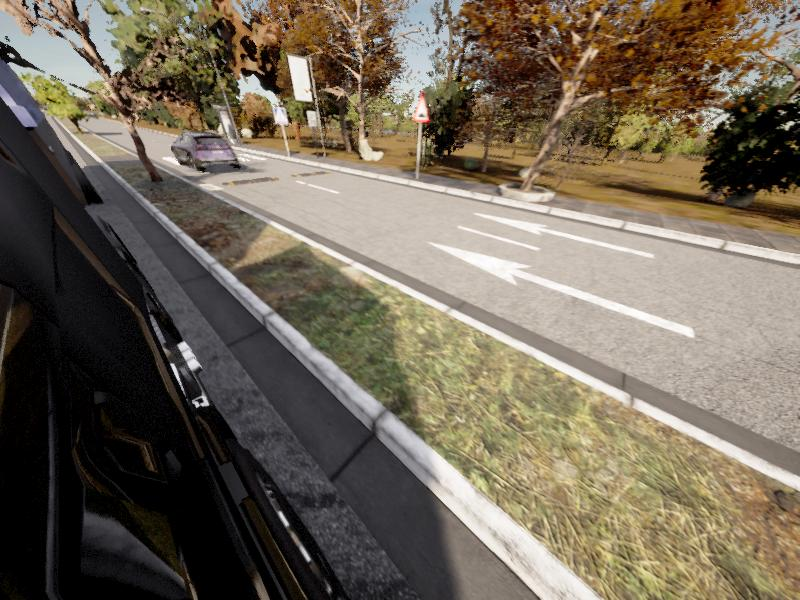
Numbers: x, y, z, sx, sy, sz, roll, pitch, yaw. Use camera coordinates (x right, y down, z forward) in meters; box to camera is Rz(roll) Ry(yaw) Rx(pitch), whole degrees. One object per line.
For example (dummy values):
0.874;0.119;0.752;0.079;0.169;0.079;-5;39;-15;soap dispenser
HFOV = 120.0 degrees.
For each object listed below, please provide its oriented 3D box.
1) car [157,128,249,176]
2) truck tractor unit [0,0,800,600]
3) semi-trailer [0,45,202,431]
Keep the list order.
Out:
-10.428;-7.935;12.192;4.856;1.649;2.033;28;44;30;car
-2.645;-0.295;0.352;6.516;4.208;3.053;28;44;30;truck tractor unit
-8.700;-3.603;4.228;14.254;4.402;2.717;28;44;30;semi-trailer
